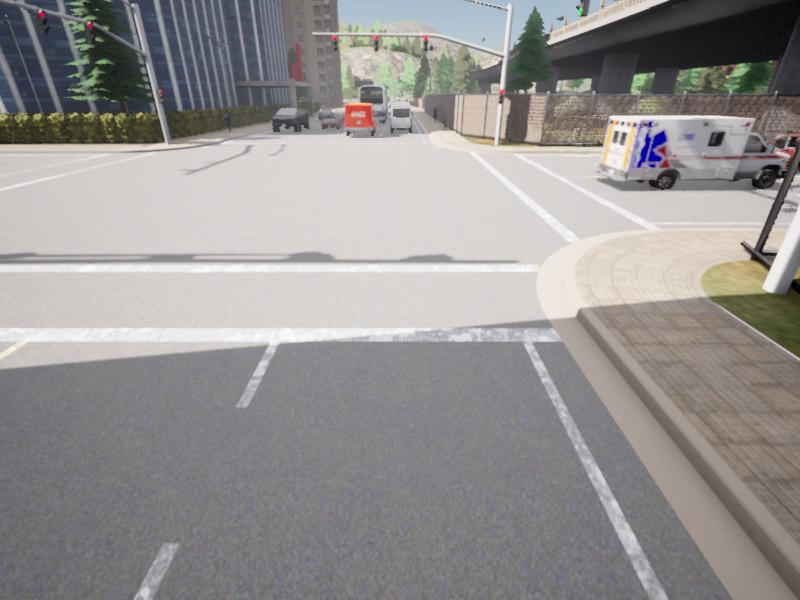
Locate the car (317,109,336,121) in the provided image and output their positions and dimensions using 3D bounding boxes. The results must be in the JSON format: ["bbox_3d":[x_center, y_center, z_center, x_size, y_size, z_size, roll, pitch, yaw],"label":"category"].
[{"bbox_3d":[-10.328,-26.067,56.317,1.812,1.442,4.674,0,27,0],"label":"car"}]

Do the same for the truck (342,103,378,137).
[{"bbox_3d":[-3.390,-15.935,35.285,2.627,2.467,5.204,0,27,0],"label":"truck"}]

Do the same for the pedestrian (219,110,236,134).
[{"bbox_3d":[-14.571,-15.036,33.805,0.751,1.860,0.751,-19,33,-33],"label":"pedestrian"}]

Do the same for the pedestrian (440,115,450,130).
[{"bbox_3d":[4.323,-17.054,38.382,0.751,1.300,0.751,-3,27,-6],"label":"pedestrian"}]

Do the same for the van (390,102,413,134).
[{"bbox_3d":[0.123,-17.710,38.696,1.988,2.561,5.915,0,27,0],"label":"van"}]

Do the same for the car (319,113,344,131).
[{"bbox_3d":[-6.873,-18.115,40.664,1.816,1.474,4.193,0,27,0],"label":"car"}]

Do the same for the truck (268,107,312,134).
[{"bbox_3d":[-10.382,-17.315,38.410,2.390,2.098,6.274,0,27,0],"label":"truck"}]

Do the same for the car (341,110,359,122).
[{"bbox_3d":[-6.832,-25.328,54.951,1.994,1.385,4.181,0,27,0],"label":"car"}]

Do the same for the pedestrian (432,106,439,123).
[{"bbox_3d":[4.315,-22.531,48.521,0.751,1.860,0.751,1,27,3],"label":"pedestrian"}]

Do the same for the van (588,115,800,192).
[{"bbox_3d":[11.022,-5.561,15.075,6.366,2.431,2.351,0,27,0],"label":"van"}]

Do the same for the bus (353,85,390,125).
[{"bbox_3d":[-3.459,-25.498,52.109,3.944,4.253,10.273,0,27,0],"label":"bus"}]

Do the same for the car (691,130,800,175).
[{"bbox_3d":[16.692,-6.824,18.385,4.611,1.667,2.242,0,27,0],"label":"car"}]

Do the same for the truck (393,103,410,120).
[{"bbox_3d":[0.186,-28.637,60.642,2.390,2.098,6.274,0,27,0],"label":"truck"}]
